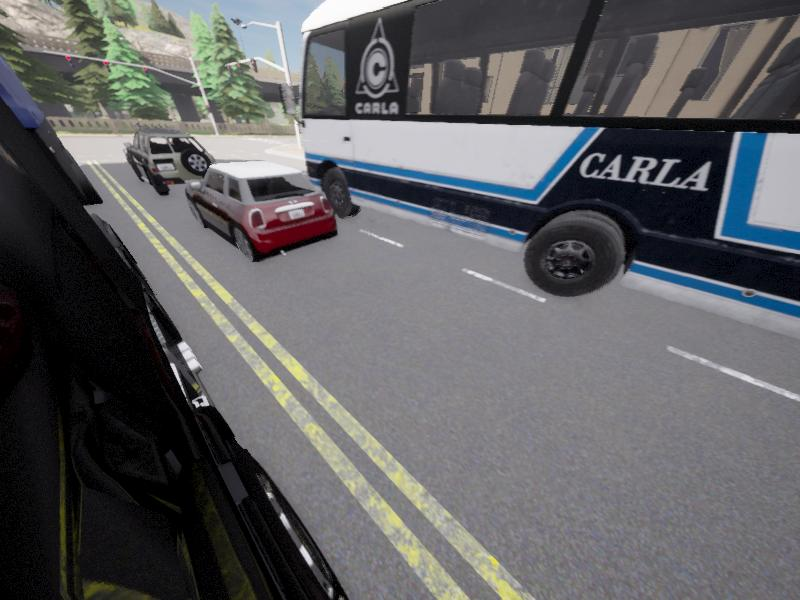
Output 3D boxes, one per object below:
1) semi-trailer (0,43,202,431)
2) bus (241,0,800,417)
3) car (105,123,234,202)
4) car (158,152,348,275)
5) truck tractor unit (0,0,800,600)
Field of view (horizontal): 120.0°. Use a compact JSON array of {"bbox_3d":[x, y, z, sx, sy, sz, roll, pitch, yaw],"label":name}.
[{"bbox_3d":[-8.695,-3.615,4.220,14.254,4.402,2.717,28,44,30],"label":"semi-trailer"},{"bbox_3d":[1.870,-3.281,4.609,10.273,4.253,3.944,28,44,30],"label":"bus"},{"bbox_3d":[-8.432,-5.188,8.451,4.605,1.855,1.932,28,44,30],"label":"car"},{"bbox_3d":[-3.269,-2.249,5.209,3.806,1.475,1.970,28,44,30],"label":"car"},{"bbox_3d":[-2.645,-0.295,0.351,6.516,4.208,3.053,28,44,30],"label":"truck tractor unit"}]
